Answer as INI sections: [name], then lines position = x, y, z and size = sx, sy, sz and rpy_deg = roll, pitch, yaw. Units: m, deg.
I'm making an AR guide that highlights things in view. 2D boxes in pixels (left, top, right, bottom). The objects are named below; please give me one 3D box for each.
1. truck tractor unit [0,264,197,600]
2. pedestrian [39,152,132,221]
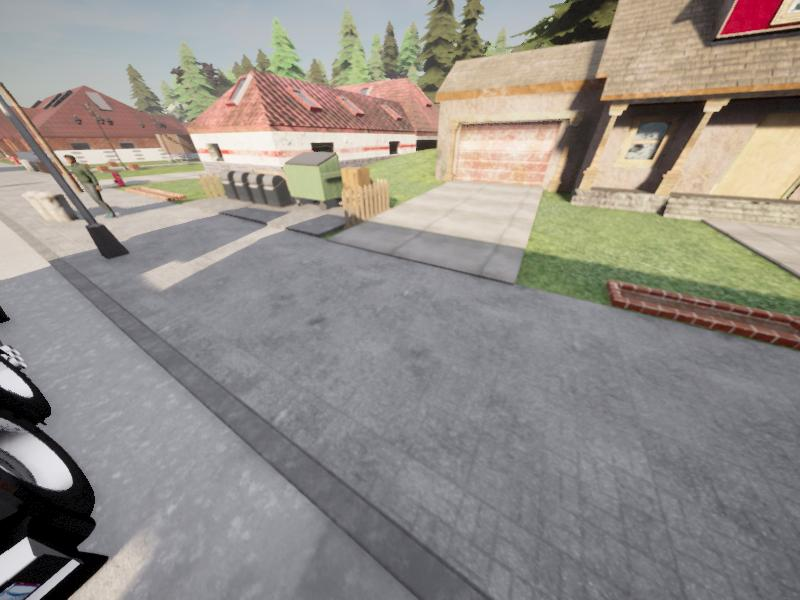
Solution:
[truck tractor unit]
position = -5.110, -0.302, 0.779
size = 6.516, 4.208, 3.053
rpy_deg = 18, 39, 24
[pedestrian]
position = -9.869, -3.584, 7.362
size = 0.751, 1.860, 0.751
rpy_deg = 9, 36, 13
